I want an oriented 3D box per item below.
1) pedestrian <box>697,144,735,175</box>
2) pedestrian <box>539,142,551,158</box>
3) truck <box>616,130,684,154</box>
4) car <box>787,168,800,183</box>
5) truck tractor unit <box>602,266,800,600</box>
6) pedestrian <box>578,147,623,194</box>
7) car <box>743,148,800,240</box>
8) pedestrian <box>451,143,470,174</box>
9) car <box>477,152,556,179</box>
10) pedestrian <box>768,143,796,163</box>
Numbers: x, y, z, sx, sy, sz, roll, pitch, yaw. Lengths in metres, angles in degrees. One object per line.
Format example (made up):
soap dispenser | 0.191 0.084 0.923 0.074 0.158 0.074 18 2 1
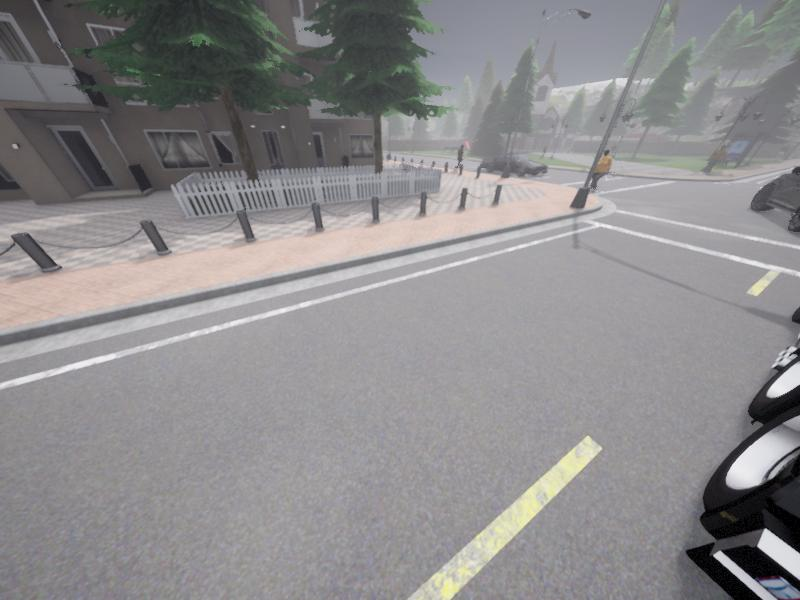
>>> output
pedestrian | 22.780 -10.155 16.685 0.751 1.860 0.751 -19 39 -25
pedestrian | 20.132 -20.849 32.100 0.751 1.860 0.751 2 35 2
truck | 52.097 -33.193 48.596 2.891 3.827 8.468 -20 40 -27
car | 27.993 -8.574 15.110 3.705 1.549 1.789 -17 38 -23
truck tractor unit | 5.119 -0.291 0.788 6.516 4.208 3.053 -18 39 -24
pedestrian | 9.537 -6.178 11.044 0.751 1.860 0.751 -18 39 -24
car | 13.560 -3.195 6.851 2.150 2.045 5.566 25 42 31
pedestrian | 4.385 -10.324 16.877 0.751 1.860 0.751 -17 38 -23
car | 8.837 -10.742 18.221 2.033 1.411 5.357 -17 38 -23
pedestrian | 43.310 -16.645 26.208 0.751 1.860 0.751 -20 40 -26
